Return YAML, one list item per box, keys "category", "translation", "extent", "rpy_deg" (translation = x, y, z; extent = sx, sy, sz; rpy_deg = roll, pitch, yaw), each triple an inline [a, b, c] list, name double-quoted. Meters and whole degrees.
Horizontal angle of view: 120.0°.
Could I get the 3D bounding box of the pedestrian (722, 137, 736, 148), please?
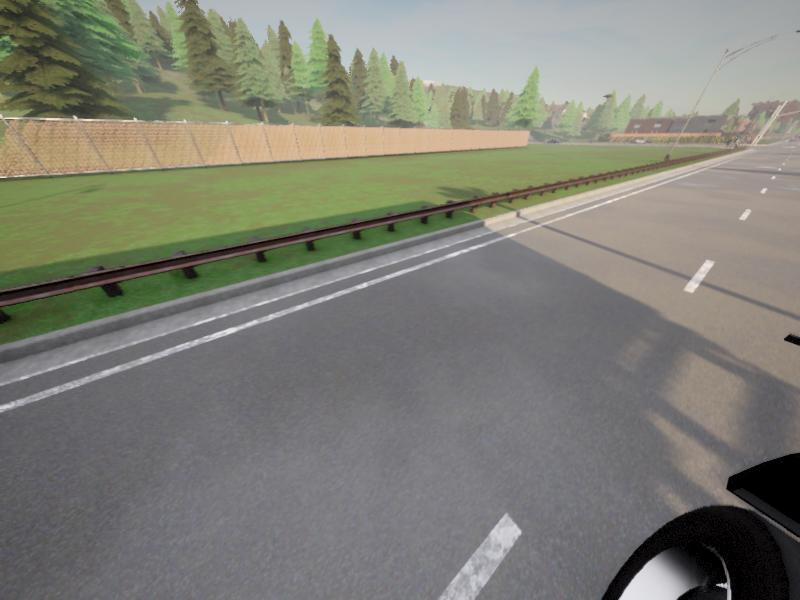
- category: "pedestrian"
  translation: [66.567, -31.810, 46.745]
  extent: [0.751, 1.860, 0.751]
  rpy_deg: [-27, 43, -33]
